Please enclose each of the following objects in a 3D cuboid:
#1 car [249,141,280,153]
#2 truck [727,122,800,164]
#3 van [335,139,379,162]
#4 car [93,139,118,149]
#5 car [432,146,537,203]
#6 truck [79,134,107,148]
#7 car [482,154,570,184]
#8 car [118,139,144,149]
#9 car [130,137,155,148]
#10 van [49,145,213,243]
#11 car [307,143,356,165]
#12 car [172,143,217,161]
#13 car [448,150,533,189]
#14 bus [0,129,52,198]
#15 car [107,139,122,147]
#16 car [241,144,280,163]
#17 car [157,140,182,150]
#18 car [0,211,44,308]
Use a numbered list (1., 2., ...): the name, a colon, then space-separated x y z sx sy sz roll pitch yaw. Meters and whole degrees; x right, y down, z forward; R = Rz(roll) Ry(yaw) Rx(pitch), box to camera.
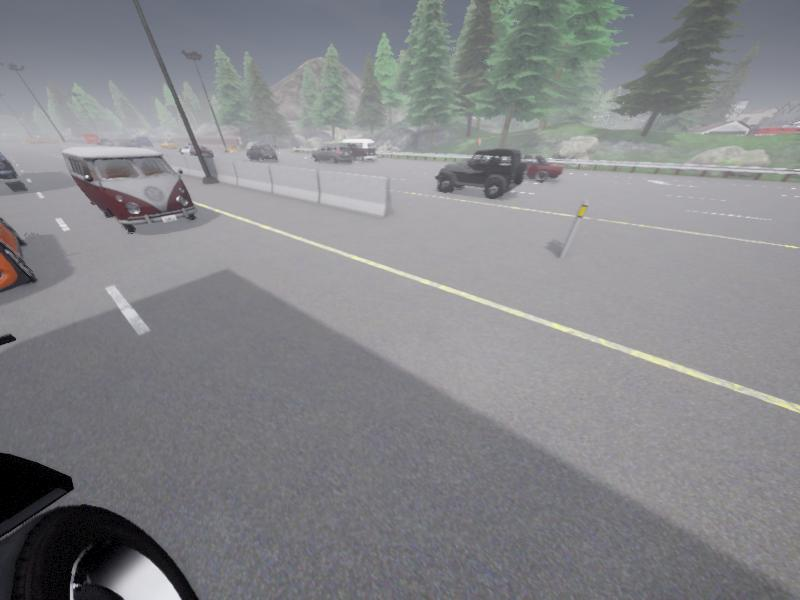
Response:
1. car: -23.980 -27.357 41.159 2.038 1.542 4.974 6 36 6
2. truck: 46.188 -18.119 26.699 8.468 3.827 2.891 24 42 30
3. van: -4.819 -16.894 26.052 4.480 2.038 2.069 22 41 28
4. car: -59.586 -31.587 46.734 4.856 1.649 2.033 22 41 28
5. car: 3.755 -5.949 10.740 3.866 1.878 1.905 22 41 28
6. truck: -68.760 -35.699 51.765 5.204 2.467 2.627 25 42 31
7. car: 8.199 -8.816 15.363 4.718 1.301 1.895 22 41 28
8. car: -56.681 -32.822 48.606 4.611 1.667 2.242 22 41 28
9. car: -60.265 -36.938 53.976 5.566 2.045 2.150 22 41 28
10. van: -8.073 -3.422 6.968 4.442 1.987 1.775 22 41 28
11. car: -7.076 -15.200 23.951 4.611 1.667 2.242 22 41 28
12. car: -23.384 -16.863 26.276 4.974 1.542 2.038 22 40 28
13. car: 5.157 -7.725 13.517 3.988 1.617 1.851 22 41 28
14. bus: -21.763 -7.557 10.740 10.273 4.253 3.944 22 41 28
15. car: -70.129 -38.672 56.777 5.366 1.575 1.801 30 45 35
16. car: -15.094 -15.947 25.063 3.633 1.501 1.845 22 41 28
17. car: -45.958 -30.935 46.023 5.366 1.575 1.801 22 41 28
18. car: -8.528 -1.068 3.790 4.553 1.767 2.097 22 41 28
